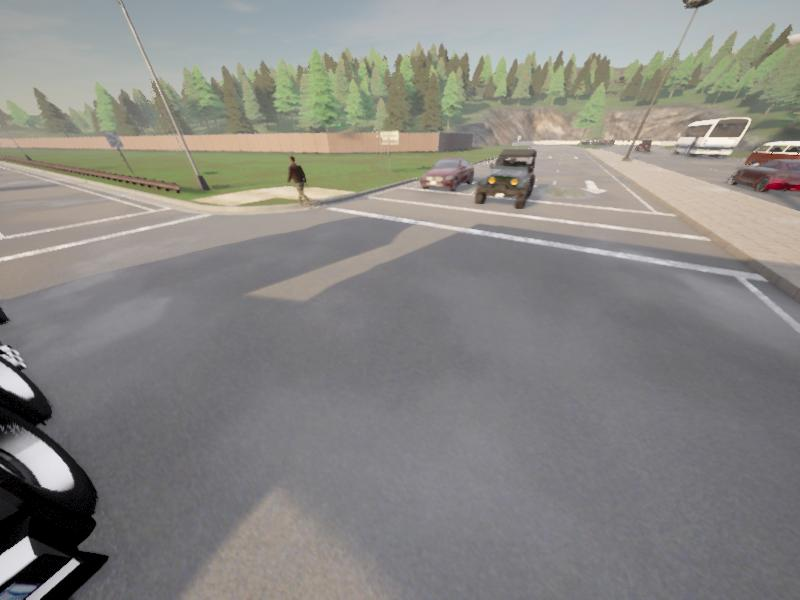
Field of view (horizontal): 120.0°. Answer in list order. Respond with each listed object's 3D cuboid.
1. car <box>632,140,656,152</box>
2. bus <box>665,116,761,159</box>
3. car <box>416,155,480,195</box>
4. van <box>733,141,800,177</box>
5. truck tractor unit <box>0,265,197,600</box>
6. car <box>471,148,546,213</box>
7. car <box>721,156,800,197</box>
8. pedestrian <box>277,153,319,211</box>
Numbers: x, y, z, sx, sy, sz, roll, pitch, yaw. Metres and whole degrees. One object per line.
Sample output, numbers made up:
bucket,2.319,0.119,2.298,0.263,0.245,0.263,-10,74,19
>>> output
car,47.456,-30.009,45.020,1.905,1.878,3.866,18,39,25
bus,42.870,-22.720,32.531,3.944,4.253,10.273,18,39,25
car,2.844,-7.246,13.108,1.812,1.442,4.674,19,39,25
van,28.356,-10.402,16.902,2.069,2.038,4.480,11,36,16
truck tractor unit,-5.111,-0.302,0.777,6.516,4.208,3.053,18,39,24
car,4.703,-5.294,9.895,1.905,1.878,3.866,18,40,25
car,19.331,-6.370,11.778,1.994,1.385,4.181,18,39,25
pedestrian,-3.834,-4.489,8.800,0.751,1.860,0.751,20,40,26
